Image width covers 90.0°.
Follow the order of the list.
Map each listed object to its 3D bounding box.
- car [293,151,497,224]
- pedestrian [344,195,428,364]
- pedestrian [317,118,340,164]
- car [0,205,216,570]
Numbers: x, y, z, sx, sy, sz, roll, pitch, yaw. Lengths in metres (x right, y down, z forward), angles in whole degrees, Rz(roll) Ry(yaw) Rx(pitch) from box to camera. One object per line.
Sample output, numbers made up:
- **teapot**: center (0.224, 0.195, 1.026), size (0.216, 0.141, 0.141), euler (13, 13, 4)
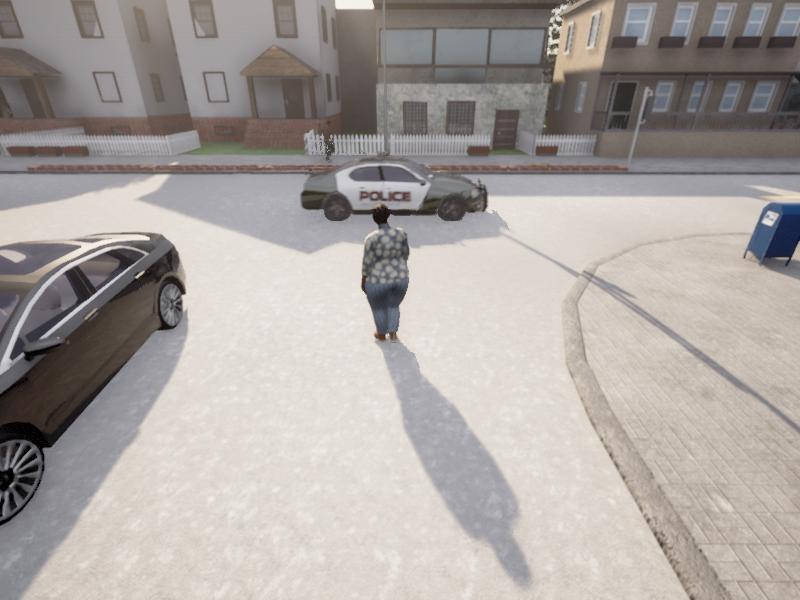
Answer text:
- **car**: center (-0.114, -3.153, 10.988), size (4.974, 1.542, 2.038), euler (0, 27, 0)
- **pedestrian**: center (-0.178, -0.255, 4.970), size (0.751, 1.860, 0.751), euler (-10, 29, -18)
- **pedestrian**: center (-3.265, -7.302, 18.376), size (0.751, 1.860, 0.751), euler (2, 27, 4)
- **car**: center (-4.022, 0.381, 4.171), size (2.128, 1.511, 4.902), euler (-2, 27, -3)
